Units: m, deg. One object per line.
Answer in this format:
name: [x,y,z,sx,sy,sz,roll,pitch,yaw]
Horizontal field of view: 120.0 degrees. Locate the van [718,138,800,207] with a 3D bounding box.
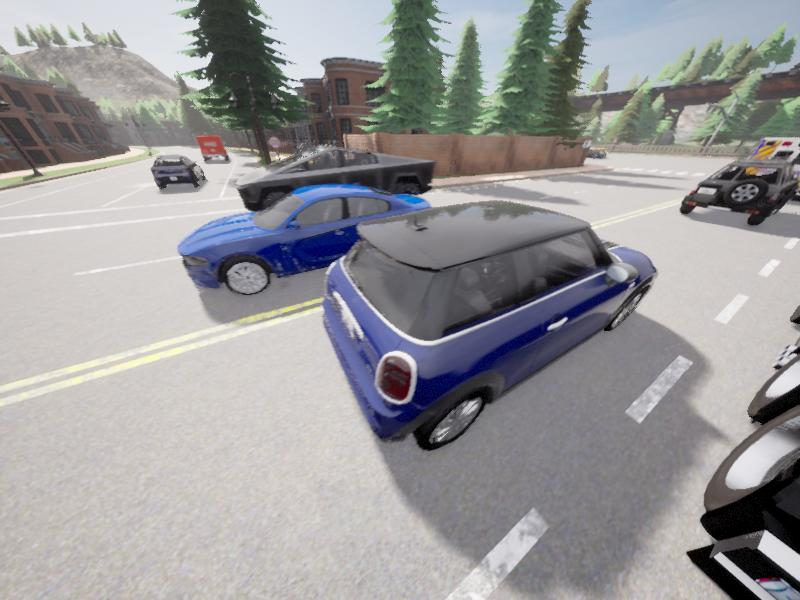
van: [19.326,-6.497,11.386,6.366,2.431,2.351,-18,39,-24]

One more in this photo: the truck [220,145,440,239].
truck: [-1.956,-4.049,7.970,6.274,2.098,2.390,-18,39,-24]

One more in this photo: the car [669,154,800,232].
car: [12.337,-3.996,8.213,4.605,1.855,1.932,-18,39,-24]

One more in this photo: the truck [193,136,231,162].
truck: [-22.597,-18.427,28.066,2.627,2.467,5.204,-18,39,-24]

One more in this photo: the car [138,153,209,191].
car: [-12.682,-7.482,13.291,1.816,1.474,4.193,-17,39,-23]

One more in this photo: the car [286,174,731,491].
car: [1.353,-0.386,3.001,4.553,1.767,2.097,-18,39,-24]

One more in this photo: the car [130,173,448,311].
car: [-1.622,-1.619,4.973,5.008,1.535,1.882,-18,39,-24]

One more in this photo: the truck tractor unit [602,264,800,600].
truck tractor unit: [5.110,-0.301,0.787,6.516,4.208,3.053,-18,39,-24]
